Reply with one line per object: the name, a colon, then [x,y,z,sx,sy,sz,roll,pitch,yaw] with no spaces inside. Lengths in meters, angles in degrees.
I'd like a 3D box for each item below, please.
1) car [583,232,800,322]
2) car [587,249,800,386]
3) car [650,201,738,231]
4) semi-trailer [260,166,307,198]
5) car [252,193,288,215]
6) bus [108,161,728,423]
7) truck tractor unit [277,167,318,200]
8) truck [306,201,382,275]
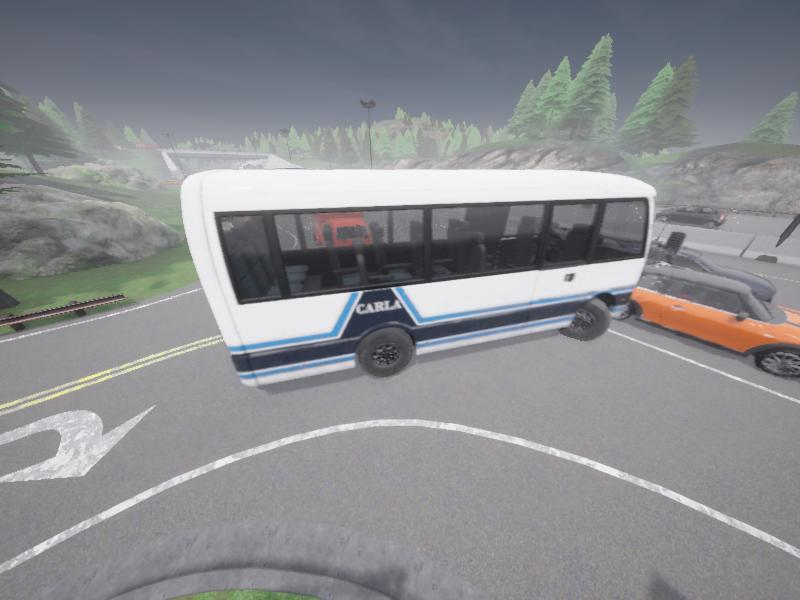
car: [10.747,-1.243,9.133,2.033,1.649,4.856,-23,37,-34]
car: [8.669,0.164,6.527,2.097,1.767,4.553,-23,37,-34]
car: [24.277,-7.098,19.293,1.851,1.617,3.988,-16,34,-26]
semi-trailer: [-21.004,-21.235,40.967,2.717,4.402,14.254,-23,37,-34]
car: [-14.323,-10.646,25.418,2.033,1.649,4.856,-23,37,-34]
bus: [1.361,-1.076,6.285,10.273,4.253,3.944,-7,27,-13]
truck tractor unit: [-15.907,-18.125,35.772,3.053,4.208,6.516,-23,37,-34]
truck: [-3.156,-3.631,12.424,2.627,2.467,5.204,-12,32,-23]
